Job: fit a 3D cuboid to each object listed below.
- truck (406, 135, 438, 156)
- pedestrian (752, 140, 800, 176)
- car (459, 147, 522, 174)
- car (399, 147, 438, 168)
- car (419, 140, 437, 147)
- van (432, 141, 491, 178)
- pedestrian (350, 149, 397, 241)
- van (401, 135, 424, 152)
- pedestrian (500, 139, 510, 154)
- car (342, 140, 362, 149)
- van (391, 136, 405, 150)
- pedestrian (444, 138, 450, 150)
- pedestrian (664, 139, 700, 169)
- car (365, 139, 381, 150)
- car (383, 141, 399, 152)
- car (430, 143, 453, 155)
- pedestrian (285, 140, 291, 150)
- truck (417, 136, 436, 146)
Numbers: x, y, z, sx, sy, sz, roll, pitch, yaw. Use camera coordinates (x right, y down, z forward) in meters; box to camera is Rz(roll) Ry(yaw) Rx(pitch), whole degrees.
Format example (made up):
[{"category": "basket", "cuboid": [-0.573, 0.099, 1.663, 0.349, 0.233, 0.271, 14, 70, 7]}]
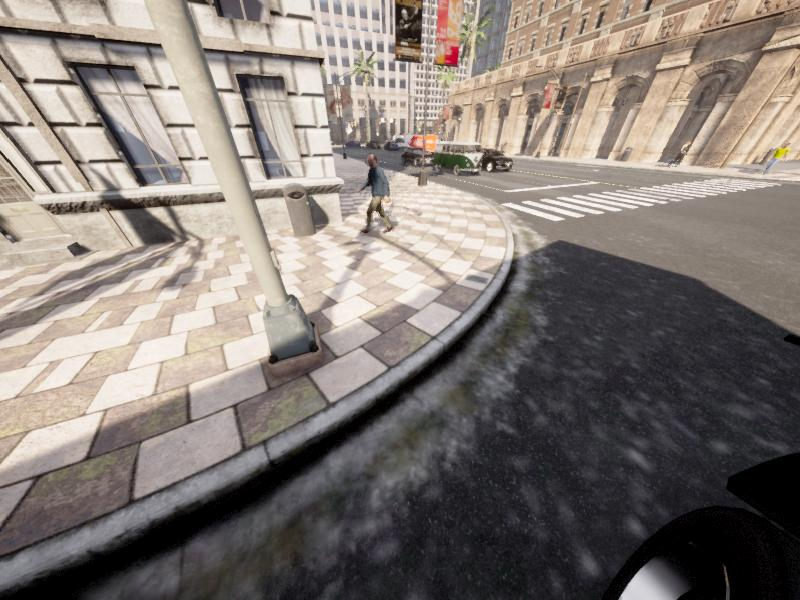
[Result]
[{"category": "truck", "cuboid": [3.081, -22.867, 34.181, 2.627, 2.467, 5.204, -13, 37, -18]}, {"category": "pedestrian", "cuboid": [23.371, -8.783, 14.301, 0.751, 1.860, 0.751, -13, 37, -18]}, {"category": "car", "cuboid": [7.130, -11.494, 18.879, 1.837, 1.490, 4.892, -14, 37, -18]}, {"category": "car", "cuboid": [1.623, -13.832, 22.276, 1.812, 1.442, 4.674, -14, 37, -18]}, {"category": "car", "cuboid": [8.349, -46.956, 69.200, 4.792, 1.488, 2.163, -13, 37, -18]}, {"category": "van", "cuboid": [4.257, -10.413, 16.937, 1.775, 1.987, 4.442, -14, 37, -18]}, {"category": "pedestrian", "cuboid": [-0.594, -2.492, 5.532, 0.751, 1.860, 0.751, -18, 39, -24]}, {"category": "van", "cuboid": [2.143, -29.581, 43.668, 1.988, 2.561, 5.915, -13, 37, -18]}, {"category": "pedestrian", "cuboid": [15.740, -23.120, 34.695, 0.751, 1.860, 0.751, -10, 36, -13]}, {"category": "car", "cuboid": [-12.172, -39.517, 58.515, 4.553, 1.767, 2.097, 23, 41, 29]}, {"category": "van", "cuboid": [-0.437, -34.652, 50.883, 1.988, 2.561, 5.915, -6, 36, -8]}, {"category": "pedestrian", "cuboid": [9.540, -31.712, 46.927, 0.751, 1.860, 0.751, -15, 38, -20]}, {"category": "pedestrian", "cuboid": [21.457, -11.116, 17.623, 0.751, 1.860, 0.751, -8, 36, -11]}, {"category": "car", "cuboid": [-6.131, -35.360, 52.498, 1.932, 1.855, 4.605, -18, 39, -23]}, {"category": "car", "cuboid": [-1.737, -29.329, 44.146, 1.851, 1.617, 3.988, -13, 37, -18]}, {"category": "car", "cuboid": [6.298, -23.288, 35.586, 1.845, 1.501, 3.633, -13, 37, -18]}, {"category": "pedestrian", "cuboid": [-25.747, -35.772, 53.185, 0.751, 1.860, 0.751, -12, 37, -16]}, {"category": "truck", "cuboid": [8.303, -49.524, 71.985, 5.204, 2.467, 2.627, -13, 37, -18]}]
